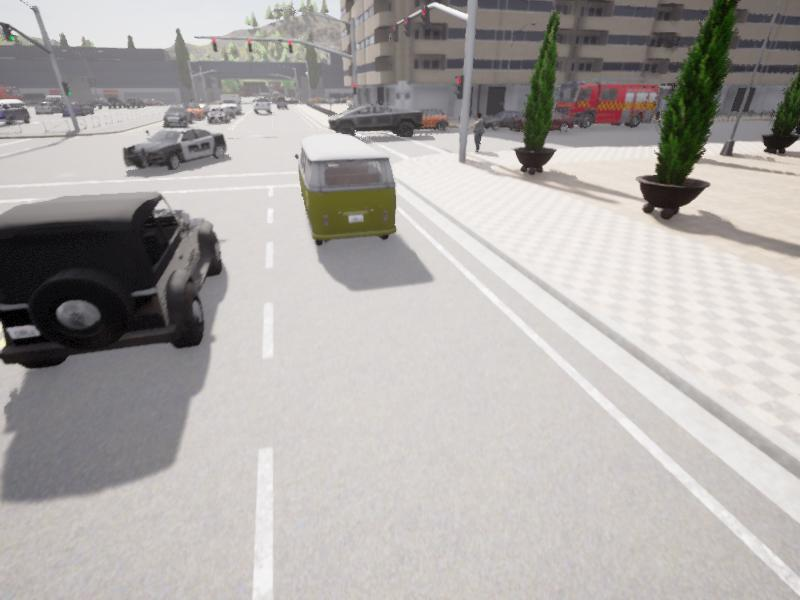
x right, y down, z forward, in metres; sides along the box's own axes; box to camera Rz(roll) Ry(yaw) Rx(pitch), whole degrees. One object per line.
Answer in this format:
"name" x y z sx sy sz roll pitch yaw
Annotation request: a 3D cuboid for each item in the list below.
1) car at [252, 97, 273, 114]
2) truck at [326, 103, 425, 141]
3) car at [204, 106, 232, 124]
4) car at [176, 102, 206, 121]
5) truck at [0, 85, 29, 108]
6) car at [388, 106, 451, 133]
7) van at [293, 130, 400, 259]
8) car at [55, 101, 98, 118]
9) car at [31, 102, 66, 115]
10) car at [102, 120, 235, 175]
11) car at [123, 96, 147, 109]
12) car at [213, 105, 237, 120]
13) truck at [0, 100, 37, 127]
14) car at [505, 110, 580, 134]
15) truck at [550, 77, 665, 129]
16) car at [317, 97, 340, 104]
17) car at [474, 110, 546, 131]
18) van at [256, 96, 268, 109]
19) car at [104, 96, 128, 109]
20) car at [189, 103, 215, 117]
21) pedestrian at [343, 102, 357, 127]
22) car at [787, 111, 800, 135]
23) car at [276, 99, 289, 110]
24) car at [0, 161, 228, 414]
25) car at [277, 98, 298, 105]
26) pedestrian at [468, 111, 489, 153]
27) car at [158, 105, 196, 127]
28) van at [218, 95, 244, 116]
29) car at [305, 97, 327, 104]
"car" -19.927 -28.096 57.772 2.150 2.045 5.566 -10 29 -18
"truck" -1.683 -12.237 27.394 6.274 2.098 2.390 -8 29 -14
"car" -18.664 -19.055 41.156 1.970 1.475 3.806 -7 29 -14
"car" -23.725 -21.555 45.585 2.097 1.767 4.553 -7 29 -14
"truck" -76.259 -38.187 75.128 8.468 3.827 2.891 -7 28 -12
"car" 1.523 -14.361 31.734 4.553 1.767 2.097 -6 28 -11
"van" -1.447 -2.806 9.627 1.775 1.987 4.442 -7 29 -14
"car" -39.441 -23.339 48.935 2.242 1.667 4.611 -7 29 -14
"car" -46.580 -25.458 53.134 1.970 1.475 3.806 -7 29 -14
"car" -9.857 -6.882 17.711 1.930 1.638 5.238 5 28 11
"car" -45.826 -34.163 69.205 1.932 1.855 4.605 -7 29 -14
"car" -20.606 -22.222 47.312 1.994 1.385 4.181 -7 29 -14
"truck" -35.413 -16.839 35.975 2.069 2.038 4.478 -7 29 -14
"car" 10.901 -13.694 30.734 5.008 1.535 1.882 -7 29 -14
"truck" 18.036 -17.306 35.154 8.468 3.827 2.891 -7 29 -13
"car" -17.175 -47.947 96.102 4.974 1.542 2.038 -8 29 -14
"car" 9.189 -15.099 33.569 5.357 1.411 2.033 -7 29 -14
"van" -24.966 -35.737 72.407 1.775 1.987 4.442 -7 29 -14
"car" -48.630 -33.825 68.570 1.905 1.878 3.866 -7 29 -14
"car" -25.790 -24.836 52.178 2.163 1.488 4.792 -7 29 -14
"pedestrian" -4.198 -15.612 33.715 0.751 1.860 0.751 19 33 31
"car" 31.425 -12.920 29.253 4.514 1.525 2.007 -7 28 -13
"car" -20.591 -34.330 70.175 1.845 1.501 3.633 -7 29 -14
"car" -3.793 -0.630 5.583 1.905 1.878 3.866 -7 29 -14
"car" -26.363 -46.602 93.851 4.718 1.301 1.895 -8 29 -14
"pedestrian" 3.829 -8.205 19.549 0.751 1.860 0.751 2 28 3
"car" -21.612 -17.979 38.950 2.033 1.649 4.856 -7 29 -14
"van" -22.974 -26.607 54.534 2.351 2.431 6.366 -7 29 -14
"car" -20.582 -49.166 98.486 5.008 1.535 1.882 -8 29 -14
